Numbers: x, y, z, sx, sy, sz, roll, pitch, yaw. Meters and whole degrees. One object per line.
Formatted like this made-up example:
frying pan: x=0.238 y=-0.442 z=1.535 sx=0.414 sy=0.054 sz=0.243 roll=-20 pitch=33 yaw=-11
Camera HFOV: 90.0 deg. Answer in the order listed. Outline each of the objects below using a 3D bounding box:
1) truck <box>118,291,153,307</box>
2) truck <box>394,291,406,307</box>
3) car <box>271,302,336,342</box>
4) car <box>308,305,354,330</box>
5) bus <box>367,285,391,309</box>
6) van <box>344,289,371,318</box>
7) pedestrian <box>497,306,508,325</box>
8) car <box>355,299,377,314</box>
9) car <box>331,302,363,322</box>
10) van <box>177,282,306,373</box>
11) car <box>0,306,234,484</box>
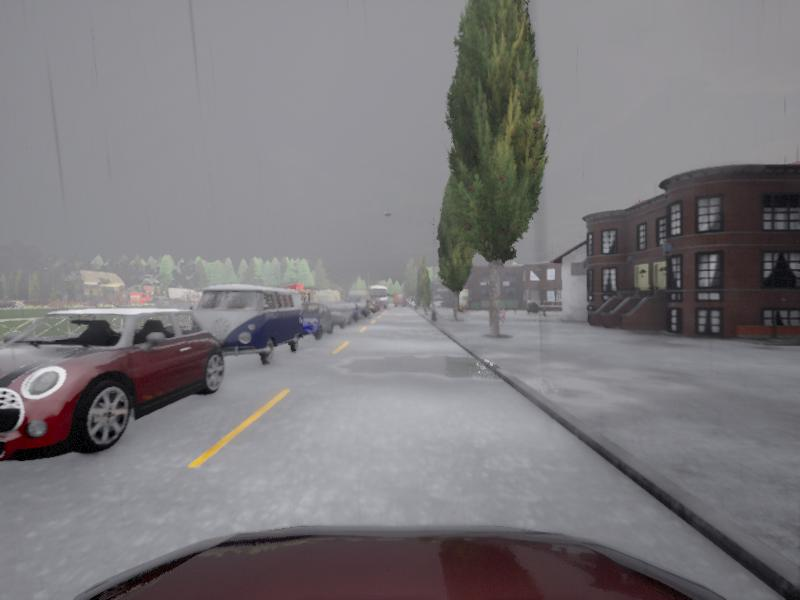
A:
truck: x=-65.656 y=-0.314 z=99.541 sx=2.891 sy=3.827 sz=8.468 roll=0 pitch=0 yaw=0
truck: x=0.028 y=-0.314 z=99.133 sx=2.891 sy=3.827 sz=8.468 roll=0 pitch=0 yaw=0
car: x=-3.994 y=0.856 z=17.296 sx=1.816 sy=1.474 sz=4.193 roll=0 pitch=0 yaw=0
car: x=-3.993 y=0.946 z=23.841 sx=1.895 sy=1.301 sz=4.718 roll=0 pitch=0 yaw=0
bus: x=-3.862 y=-0.531 z=76.335 sx=3.944 sy=4.253 sz=10.273 roll=0 pitch=0 yaw=0
van: x=-3.995 y=0.326 z=38.694 sx=1.988 sy=2.561 sz=5.915 roll=0 pitch=0 yaw=0
pedestrian: x=6.004 y=0.916 z=23.450 sx=0.500 sy=1.100 sz=0.500 roll=0 pitch=0 yaw=0
car: x=-3.988 y=0.762 z=47.685 sx=2.242 sy=1.667 sz=4.611 roll=0 pitch=0 yaw=0
car: x=-3.992 y=0.873 z=30.810 sx=1.812 sy=1.442 sz=4.674 roll=0 pitch=0 yaw=0
van: x=-3.995 y=0.600 z=10.980 sx=1.775 sy=1.987 sz=4.442 roll=0 pitch=0 yaw=0
car: x=-4.000 y=0.854 z=5.365 sx=1.970 sy=1.475 sz=3.806 roll=0 pitch=0 yaw=0
